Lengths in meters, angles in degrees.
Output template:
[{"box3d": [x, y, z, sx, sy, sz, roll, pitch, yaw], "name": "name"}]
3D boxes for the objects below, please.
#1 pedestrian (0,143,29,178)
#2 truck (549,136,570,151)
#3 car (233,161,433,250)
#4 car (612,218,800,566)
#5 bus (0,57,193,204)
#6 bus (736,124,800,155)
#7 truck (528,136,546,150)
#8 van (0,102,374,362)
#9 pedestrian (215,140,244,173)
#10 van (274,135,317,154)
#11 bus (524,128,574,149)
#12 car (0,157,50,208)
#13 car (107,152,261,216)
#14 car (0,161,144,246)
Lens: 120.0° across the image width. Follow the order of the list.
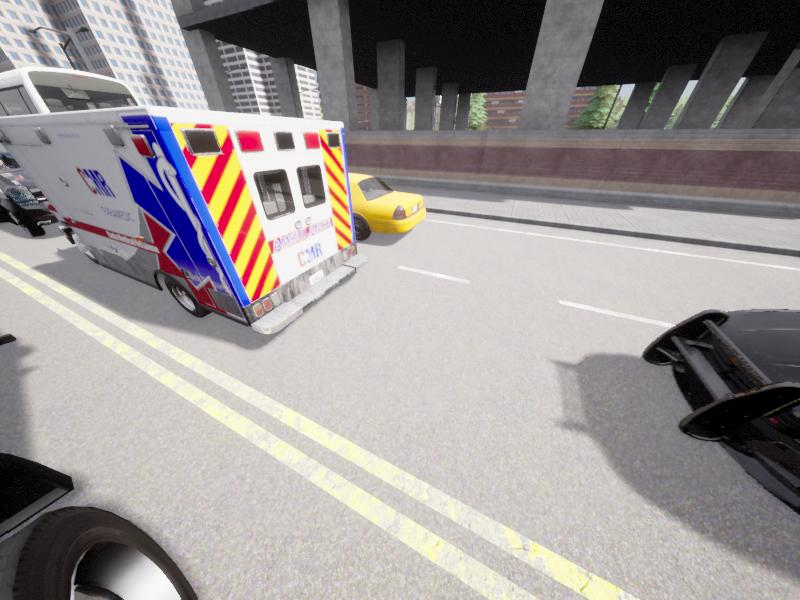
[{"box3d": [-25.263, -8.904, 14.720, 0.751, 1.860, 0.751, 16, 38, 21], "name": "pedestrian"}, {"box3d": [33.418, -32.936, 48.485, 2.615, 2.467, 5.204, 15, 38, 20], "name": "truck"}, {"box3d": [-1.939, -2.976, 6.754, 5.366, 1.575, 1.801, 15, 38, 20], "name": "car"}, {"box3d": [4.844, 1.048, 1.037, 5.238, 1.638, 1.930, 15, 38, 20], "name": "car"}, {"box3d": [-16.458, -7.906, 11.330, 10.273, 4.253, 3.944, 15, 38, 20], "name": "bus"}, {"box3d": [68.303, -28.761, 41.431, 3.944, 4.253, 10.273, 15, 38, 20], "name": "bus"}, {"box3d": [29.509, -33.996, 49.963, 2.615, 2.467, 5.204, 15, 38, 20], "name": "truck"}, {"box3d": [-3.892, -1.629, 4.093, 6.366, 2.431, 2.351, 15, 38, 20], "name": "van"}, {"box3d": [-11.595, -9.746, 15.746, 0.751, 1.860, 0.751, 15, 38, 20], "name": "pedestrian"}, {"box3d": [-17.732, -26.793, 39.716, 2.351, 2.431, 6.366, 15, 38, 20], "name": "van"}, {"box3d": [40.069, -43.748, 62.603, 10.273, 4.253, 3.944, 15, 38, 20], "name": "bus"}, {"box3d": [-16.630, -4.704, 9.127, 3.705, 1.549, 1.789, 15, 38, 20], "name": "car"}, {"box3d": [-8.366, -4.745, 9.142, 4.611, 1.667, 2.242, 15, 38, 20], "name": "car"}, {"box3d": [-10.797, -3.113, 6.947, 4.902, 1.511, 2.128, 15, 38, 20], "name": "car"}]
